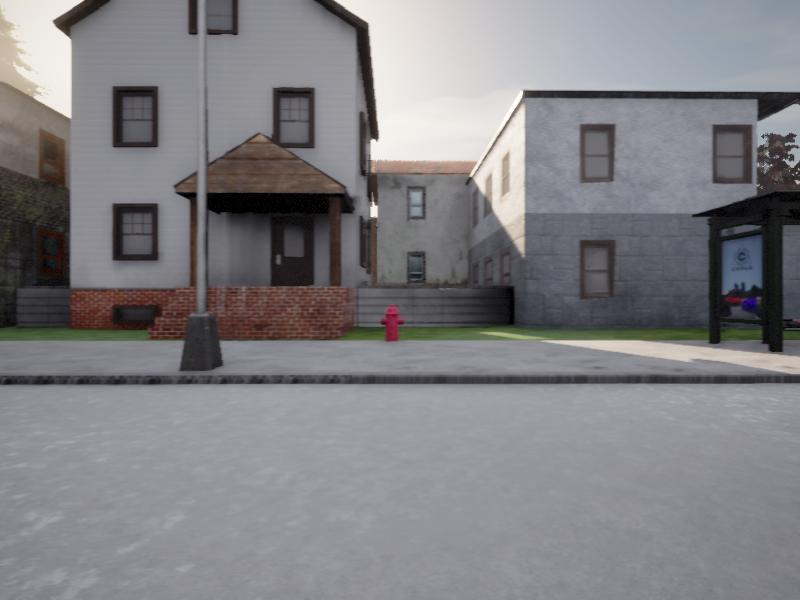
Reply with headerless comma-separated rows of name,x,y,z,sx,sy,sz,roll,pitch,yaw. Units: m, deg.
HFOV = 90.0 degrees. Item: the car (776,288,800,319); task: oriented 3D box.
car,22.114,0.183,19.940,2.033,1.649,4.856,0,0,-3
